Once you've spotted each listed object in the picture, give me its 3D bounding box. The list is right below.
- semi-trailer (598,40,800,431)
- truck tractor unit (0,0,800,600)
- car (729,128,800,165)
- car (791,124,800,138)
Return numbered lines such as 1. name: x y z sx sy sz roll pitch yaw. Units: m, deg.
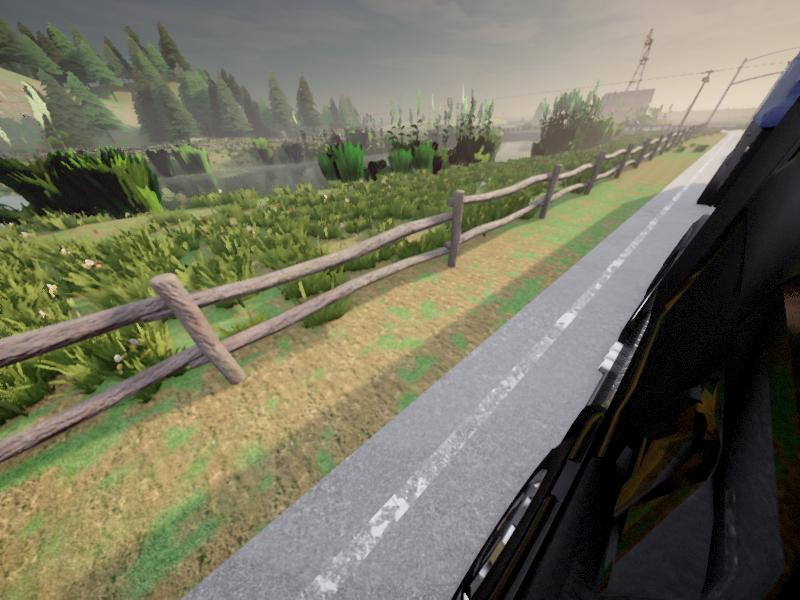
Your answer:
1. semi-trailer: 8.697 -3.596 4.245 14.254 4.402 2.717 -28 44 -30
2. truck tractor unit: 2.645 -0.295 0.351 6.516 4.208 3.053 -28 44 -30
3. car: 20.479 -8.591 12.814 4.181 1.385 1.994 -28 44 -30
4. car: 42.021 -17.327 23.185 4.792 1.488 2.163 -28 44 -30
